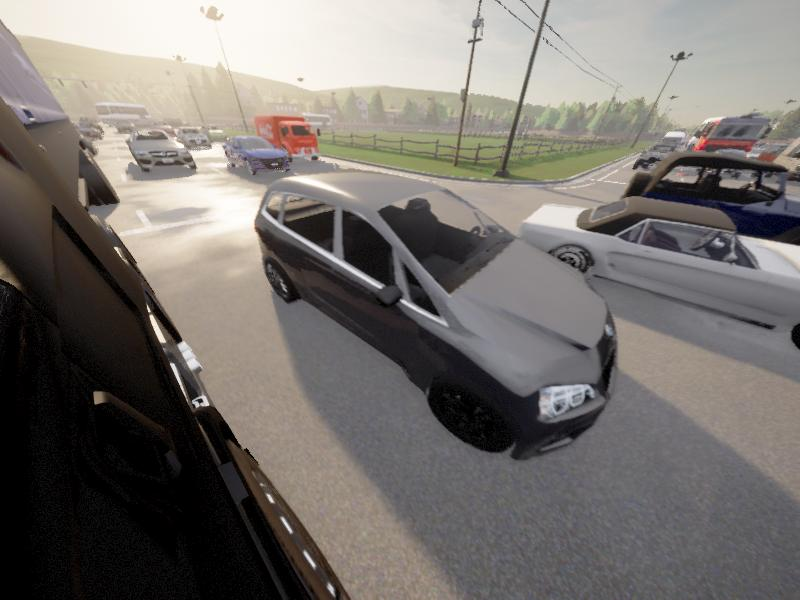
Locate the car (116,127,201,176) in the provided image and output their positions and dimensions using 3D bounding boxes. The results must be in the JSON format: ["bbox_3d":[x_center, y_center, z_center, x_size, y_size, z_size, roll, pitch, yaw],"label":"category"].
[{"bbox_3d":[-12.681,-7.912,12.096,2.152,1.651,5.027,-30,47,-35],"label":"car"}]

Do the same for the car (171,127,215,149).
[{"bbox_3d":[-18.666,-14.642,20.823,1.970,1.475,3.806,-30,47,-35],"label":"car"}]

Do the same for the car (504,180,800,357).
[{"bbox_3d":[4.583,-0.778,3.790,4.718,1.301,1.895,27,44,29],"label":"car"}]

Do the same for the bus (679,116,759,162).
[{"bbox_3d":[40.980,-21.261,30.234,3.944,4.253,10.273,32,48,33],"label":"bus"}]

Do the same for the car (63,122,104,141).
[{"bbox_3d":[-32.840,-17.589,24.103,1.994,1.385,4.181,-30,47,-35],"label":"car"}]

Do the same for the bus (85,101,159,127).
[{"bbox_3d":[-63.899,-43.036,53.820,3.944,4.253,10.273,1,37,2],"label":"bus"}]

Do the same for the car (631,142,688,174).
[{"bbox_3d":[20.234,-11.189,18.036,2.242,1.667,4.611,32,46,33],"label":"car"}]

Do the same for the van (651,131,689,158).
[{"bbox_3d":[34.084,-19.649,29.202,1.988,2.561,5.915,32,46,33],"label":"van"}]

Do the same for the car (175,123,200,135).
[{"bbox_3d":[-34.241,-27.520,37.172,1.994,1.385,4.181,-29,47,-35],"label":"car"}]

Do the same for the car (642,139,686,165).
[{"bbox_3d":[25.451,-14.329,22.279,1.932,1.855,4.605,32,46,33],"label":"car"}]

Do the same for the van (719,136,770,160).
[{"bbox_3d":[45.895,-20.523,31.040,2.351,2.431,6.366,32,46,33],"label":"van"}]

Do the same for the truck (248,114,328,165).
[{"bbox_3d":[-7.647,-11.081,15.827,2.627,2.467,5.204,-29,48,-35],"label":"truck"}]

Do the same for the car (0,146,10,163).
[{"bbox_3d":[-21.216,-7.227,10.912,1.812,1.442,4.674,-29,47,-35],"label":"car"}]

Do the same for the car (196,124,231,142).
[{"bbox_3d":[-22.468,-20.078,27.783,2.007,1.525,4.514,-30,47,-35],"label":"car"}]

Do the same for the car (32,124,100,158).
[{"bbox_3d":[-21.199,-10.284,14.865,1.789,1.549,3.705,-30,47,-35],"label":"car"}]

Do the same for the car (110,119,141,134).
[{"bbox_3d":[-40.146,-25.371,33.784,2.242,1.667,4.611,-29,47,-35],"label":"car"}]

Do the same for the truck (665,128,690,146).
[{"bbox_3d":[78.976,-46.465,65.849,2.891,3.827,8.468,32,46,33],"label":"truck"}]

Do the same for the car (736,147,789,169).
[{"bbox_3d":[35.627,-14.116,22.866,1.812,1.442,4.674,32,46,33],"label":"car"}]

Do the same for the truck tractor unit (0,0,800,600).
[{"bbox_3d":[-2.645,-0.295,0.352,6.516,4.208,3.053,28,44,30],"label":"truck tractor unit"}]

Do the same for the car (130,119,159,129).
[{"bbox_3d":[-56.188,-38.845,50.968,2.163,1.488,4.792,-8,38,-13],"label":"car"}]

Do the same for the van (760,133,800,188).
[{"bbox_3d":[25.636,-8.692,14.282,1.988,2.561,5.915,32,46,33],"label":"van"}]

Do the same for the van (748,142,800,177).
[{"bbox_3d":[30.503,-11.329,18.472,1.775,1.987,4.442,32,46,33],"label":"van"}]

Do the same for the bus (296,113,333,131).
[{"bbox_3d":[-27.615,-58.051,75.507,3.944,4.253,10.273,32,46,33],"label":"bus"}]

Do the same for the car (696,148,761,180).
[{"bbox_3d":[23.112,-9.807,16.497,1.837,1.490,4.892,32,46,33],"label":"car"}]

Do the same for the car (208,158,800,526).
[{"bbox_3d":[0.057,-0.539,2.938,4.611,1.667,2.242,28,44,30],"label":"car"}]

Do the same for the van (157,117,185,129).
[{"bbox_3d":[-53.295,-41.294,53.934,1.775,1.987,4.442,2,37,0],"label":"van"}]

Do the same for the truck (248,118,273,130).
[{"bbox_3d":[-39.865,-50.350,66.181,2.627,2.467,5.204,32,46,33],"label":"truck"}]

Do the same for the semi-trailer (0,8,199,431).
[{"bbox_3d":[-8.535,-3.697,4.401,14.254,4.402,2.717,30,45,32],"label":"semi-trailer"}]

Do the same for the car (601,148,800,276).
[{"bbox_3d":[7.573,-2.216,5.347,3.866,1.878,1.905,27,44,29],"label":"car"}]

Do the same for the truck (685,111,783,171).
[{"bbox_3d":[29.491,-14.457,21.036,2.891,3.827,8.468,32,46,33],"label":"truck"}]

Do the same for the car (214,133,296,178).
[{"bbox_3d":[-7.763,-7.797,12.261,5.008,1.535,1.882,32,46,33],"label":"car"}]

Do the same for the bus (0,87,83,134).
[{"bbox_3d":[-46.777,-24.711,30.439,3.944,4.253,10.273,-29,47,-35],"label":"bus"}]

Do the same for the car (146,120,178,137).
[{"bbox_3d":[-33.143,-23.908,32.199,2.242,1.667,4.611,-30,47,-35],"label":"car"}]

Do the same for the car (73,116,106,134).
[{"bbox_3d":[-43.385,-24.558,32.363,1.905,1.878,3.866,-29,47,-34],"label":"car"}]
